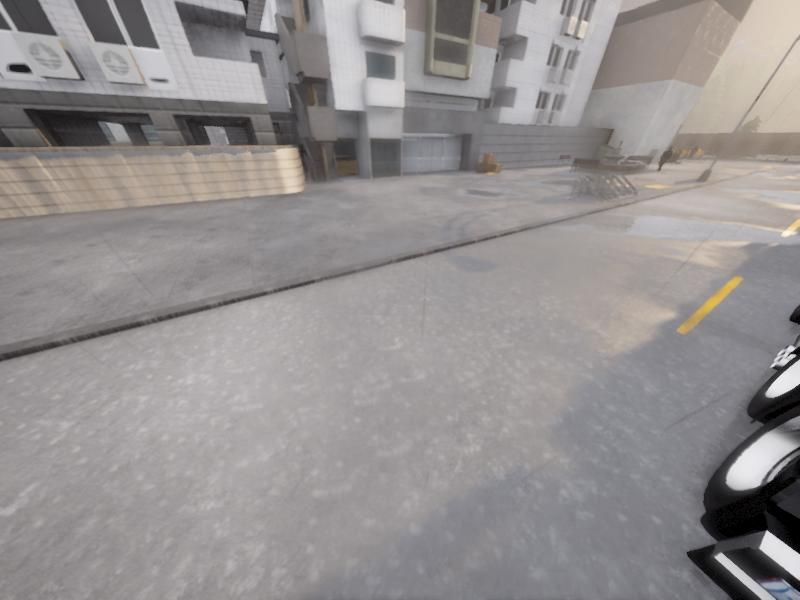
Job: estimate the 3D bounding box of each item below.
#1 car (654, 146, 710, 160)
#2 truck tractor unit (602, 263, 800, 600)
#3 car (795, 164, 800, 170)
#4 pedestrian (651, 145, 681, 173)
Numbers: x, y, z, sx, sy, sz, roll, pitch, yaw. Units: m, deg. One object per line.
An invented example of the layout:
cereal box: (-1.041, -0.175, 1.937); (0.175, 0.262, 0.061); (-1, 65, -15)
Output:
car: (42.526, -22.374, 35.006); (1.882, 1.535, 5.008); (-18, 39, -24)
truck tractor unit: (5.114, -0.295, 0.794); (6.516, 4.208, 3.053); (-18, 39, -24)
car: (40.184, -12.824, 21.301); (4.974, 1.542, 2.038); (-9, 36, -14)
pedestrian: (21.414, -11.399, 18.629); (0.751, 1.860, 0.751); (-19, 39, -26)
